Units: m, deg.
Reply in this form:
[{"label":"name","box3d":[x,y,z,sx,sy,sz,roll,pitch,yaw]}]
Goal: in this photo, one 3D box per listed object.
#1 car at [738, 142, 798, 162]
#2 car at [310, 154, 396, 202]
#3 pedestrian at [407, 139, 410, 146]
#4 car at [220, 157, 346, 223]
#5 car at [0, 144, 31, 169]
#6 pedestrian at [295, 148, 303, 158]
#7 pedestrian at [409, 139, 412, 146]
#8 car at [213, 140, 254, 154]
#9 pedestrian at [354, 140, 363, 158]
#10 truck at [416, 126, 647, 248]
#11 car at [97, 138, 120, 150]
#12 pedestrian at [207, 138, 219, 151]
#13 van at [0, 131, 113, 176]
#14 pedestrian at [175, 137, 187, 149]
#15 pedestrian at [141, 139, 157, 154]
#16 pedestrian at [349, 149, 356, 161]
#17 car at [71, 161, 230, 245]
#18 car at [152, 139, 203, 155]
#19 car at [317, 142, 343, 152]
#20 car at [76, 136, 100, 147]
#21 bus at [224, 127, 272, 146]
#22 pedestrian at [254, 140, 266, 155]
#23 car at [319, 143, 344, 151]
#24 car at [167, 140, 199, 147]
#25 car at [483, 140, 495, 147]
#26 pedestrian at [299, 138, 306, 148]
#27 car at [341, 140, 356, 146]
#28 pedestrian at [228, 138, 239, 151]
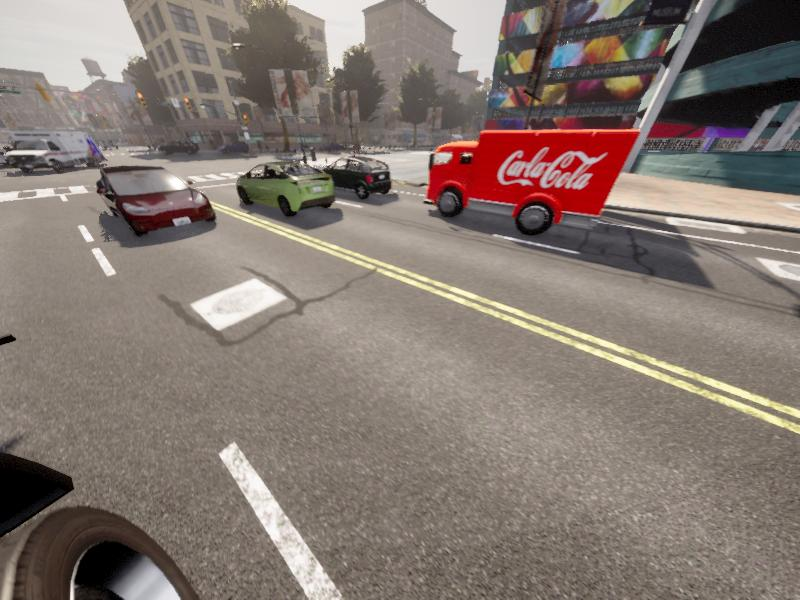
[{"label":"car","box3d":[50.144,-20.444,31.709,2.435,2.045,5.566,23,41,29]},{"label":"car","box3d":[-2.193,-5.903,10.975,3.705,1.549,1.789,24,41,29]},{"label":"pedestrian","box3d":[2.829,-53.885,78.918,0.751,1.860,0.751,16,38,21]},{"label":"car","box3d":[-4.440,-4.356,8.760,4.514,1.525,2.007,24,41,29]},{"label":"car","box3d":[-33.395,-12.062,19.341,4.902,1.511,2.128,24,41,29]},{"label":"pedestrian","box3d":[-13.063,-19.015,29.874,0.500,1.100,0.500,25,42,30]},{"label":"pedestrian","box3d":[3.610,-53.612,78.539,0.751,1.860,0.751,23,41,28]},{"label":"car","box3d":[-26.184,-24.236,36.568,2.097,1.767,4.553,27,43,32]},{"label":"pedestrian","box3d":[-5.275,-19.206,29.333,0.751,1.860,0.751,-27,44,-34]},{"label":"truck","box3d":[3.447,-3.831,7.296,5.204,2.467,2.627,23,41,29]},{"label":"car","box3d":[-55.054,-29.574,43.689,1.932,1.855,4.605,-29,45,-35]},{"label":"pedestrian","box3d":[-32.615,-27.105,40.201,0.751,1.860,0.751,15,38,19]},{"label":"van","box3d":[-25.921,-11.201,17.426,2.351,2.431,6.366,-13,37,-18]},{"label":"pedestrian","box3d":[-41.718,-29.876,44.023,0.751,1.860,0.751,23,41,28]},{"label":"pedestrian","box3d":[-37.936,-23.302,34.962,0.751,1.860,0.751,15,37,19]},{"label":"pedestrian","box3d":[-5.243,-16.031,25.465,0.500,1.100,0.500,27,43,33]},{"label":"car","box3d":[-7.919,-3.347,7.310,4.792,1.488,2.163,24,41,29]},{"label":"car","box3d":[-31.957,-22.084,33.341,4.605,1.855,1.932,-13,37,-18]},{"label":"car","box3d":[-13.646,-29.924,45.170,1.812,1.442,4.674,24,41,29]},{"label":"car","box3d":[-74.621,-37.938,55.188,5.566,2.045,2.150,23,41,29]},{"label":"bus","box3d":[-44.159,-47.703,67.641,3.944,4.253,10.273,24,41,29]},{"label":"pedestrian","box3d":[-21.364,-23.354,35.280,0.751,1.860,0.751,29,44,34]},{"label":"car","box3d":[-14.457,-32.596,49.097,1.895,1.301,4.718,24,41,29]},{"label":"car","box3d":[-53.988,-39.020,57.600,2.033,1.411,5.357,24,41,30]},{"label":"car","box3d":[29.715,-52.009,76.927,1.932,1.855,4.605,24,41,29]},{"label":"pedestrian","box3d":[-22.464,-36.078,53.149,0.751,1.860,0.751,20,39,25]},{"label":"car","box3d":[-17.995,-54.891,80.639,5.008,1.535,1.882,23,41,28]},{"label":"pedestrian","box3d":[-29.128,-27.200,40.389,0.751,1.860,0.751,10,36,13]}]
